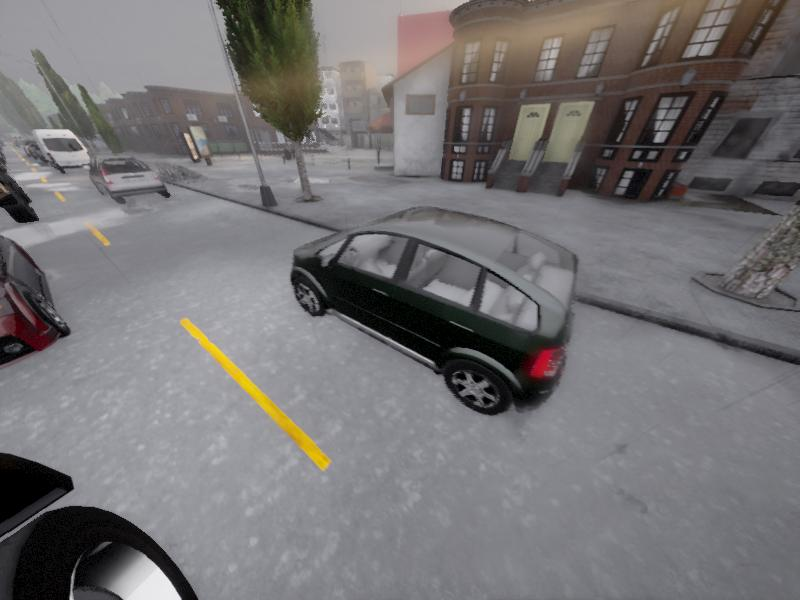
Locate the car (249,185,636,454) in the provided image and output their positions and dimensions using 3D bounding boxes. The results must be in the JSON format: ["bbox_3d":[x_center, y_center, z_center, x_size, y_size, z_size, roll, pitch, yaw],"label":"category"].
[{"bbox_3d":[0.148,-0.332,3.038,3.705,1.549,1.789,23,41,28],"label":"car"}]

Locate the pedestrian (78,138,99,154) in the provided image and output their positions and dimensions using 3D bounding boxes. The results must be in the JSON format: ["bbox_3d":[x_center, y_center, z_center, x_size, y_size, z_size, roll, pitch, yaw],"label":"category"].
[{"bbox_3d":[-43.219,-21.385,32.058,0.751,1.860,0.751,12,37,16],"label":"pedestrian"}]

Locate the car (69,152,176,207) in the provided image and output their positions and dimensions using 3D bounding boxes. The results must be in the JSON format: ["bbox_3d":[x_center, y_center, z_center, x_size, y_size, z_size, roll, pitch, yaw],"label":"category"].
[{"bbox_3d":[-12.067,-5.387,10.059,3.988,1.617,1.851,22,41,28],"label":"car"}]

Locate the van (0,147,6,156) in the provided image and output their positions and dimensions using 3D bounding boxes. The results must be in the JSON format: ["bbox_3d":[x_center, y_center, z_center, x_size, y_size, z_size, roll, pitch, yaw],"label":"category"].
[{"bbox_3d":[-53.890,-20.183,29.856,5.915,2.561,1.988,22,41,28],"label":"van"}]

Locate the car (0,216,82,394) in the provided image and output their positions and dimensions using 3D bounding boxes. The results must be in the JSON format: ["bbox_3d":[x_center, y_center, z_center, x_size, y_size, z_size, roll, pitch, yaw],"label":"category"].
[{"bbox_3d":[-6.200,-0.071,2.774,4.181,1.385,1.994,22,41,28],"label":"car"}]

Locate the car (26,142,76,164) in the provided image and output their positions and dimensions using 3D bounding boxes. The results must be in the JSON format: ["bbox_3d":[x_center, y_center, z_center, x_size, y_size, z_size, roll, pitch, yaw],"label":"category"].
[{"bbox_3d":[-35.734,-15.132,23.671,4.856,1.649,2.033,23,41,28],"label":"car"}]

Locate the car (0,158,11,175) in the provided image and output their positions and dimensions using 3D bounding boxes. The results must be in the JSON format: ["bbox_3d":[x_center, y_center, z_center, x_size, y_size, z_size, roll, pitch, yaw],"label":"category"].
[{"bbox_3d":[-30.078,-9.971,16.434,5.366,1.575,1.801,22,41,28],"label":"car"}]

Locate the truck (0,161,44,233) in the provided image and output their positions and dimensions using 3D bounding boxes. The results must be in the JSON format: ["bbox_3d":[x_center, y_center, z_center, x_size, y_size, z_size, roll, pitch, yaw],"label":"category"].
[{"bbox_3d":[-14.018,-3.599,7.077,6.274,2.098,2.390,23,41,28],"label":"truck"}]

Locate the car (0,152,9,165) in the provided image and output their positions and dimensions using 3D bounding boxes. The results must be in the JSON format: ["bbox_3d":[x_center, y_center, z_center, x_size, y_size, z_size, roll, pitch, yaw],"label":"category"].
[{"bbox_3d":[-39.226,-13.861,21.615,4.605,1.855,1.932,23,41,28],"label":"car"}]

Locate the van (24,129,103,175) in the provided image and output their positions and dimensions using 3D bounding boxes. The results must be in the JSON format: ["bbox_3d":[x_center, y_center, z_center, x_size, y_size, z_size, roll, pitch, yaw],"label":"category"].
[{"bbox_3d":[-25.581,-11.321,17.558,5.915,2.561,1.988,23,41,28],"label":"van"}]

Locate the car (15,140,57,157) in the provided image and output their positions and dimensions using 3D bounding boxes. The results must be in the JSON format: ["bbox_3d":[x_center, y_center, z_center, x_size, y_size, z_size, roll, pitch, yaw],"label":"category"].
[{"bbox_3d":[-47.403,-19.752,30.093,4.611,1.667,2.242,22,41,28],"label":"car"}]

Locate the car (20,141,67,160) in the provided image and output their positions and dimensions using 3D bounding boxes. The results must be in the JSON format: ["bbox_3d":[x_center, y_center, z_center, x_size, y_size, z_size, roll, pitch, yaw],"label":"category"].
[{"bbox_3d":[-41.122,-17.283,26.641,4.611,1.667,2.242,23,41,29],"label":"car"}]

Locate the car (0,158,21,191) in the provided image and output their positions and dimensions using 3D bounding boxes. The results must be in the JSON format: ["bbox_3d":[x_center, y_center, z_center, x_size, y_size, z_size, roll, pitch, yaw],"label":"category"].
[{"bbox_3d":[-21.724,-6.528,11.680,4.902,1.511,2.128,23,41,28],"label":"car"}]
